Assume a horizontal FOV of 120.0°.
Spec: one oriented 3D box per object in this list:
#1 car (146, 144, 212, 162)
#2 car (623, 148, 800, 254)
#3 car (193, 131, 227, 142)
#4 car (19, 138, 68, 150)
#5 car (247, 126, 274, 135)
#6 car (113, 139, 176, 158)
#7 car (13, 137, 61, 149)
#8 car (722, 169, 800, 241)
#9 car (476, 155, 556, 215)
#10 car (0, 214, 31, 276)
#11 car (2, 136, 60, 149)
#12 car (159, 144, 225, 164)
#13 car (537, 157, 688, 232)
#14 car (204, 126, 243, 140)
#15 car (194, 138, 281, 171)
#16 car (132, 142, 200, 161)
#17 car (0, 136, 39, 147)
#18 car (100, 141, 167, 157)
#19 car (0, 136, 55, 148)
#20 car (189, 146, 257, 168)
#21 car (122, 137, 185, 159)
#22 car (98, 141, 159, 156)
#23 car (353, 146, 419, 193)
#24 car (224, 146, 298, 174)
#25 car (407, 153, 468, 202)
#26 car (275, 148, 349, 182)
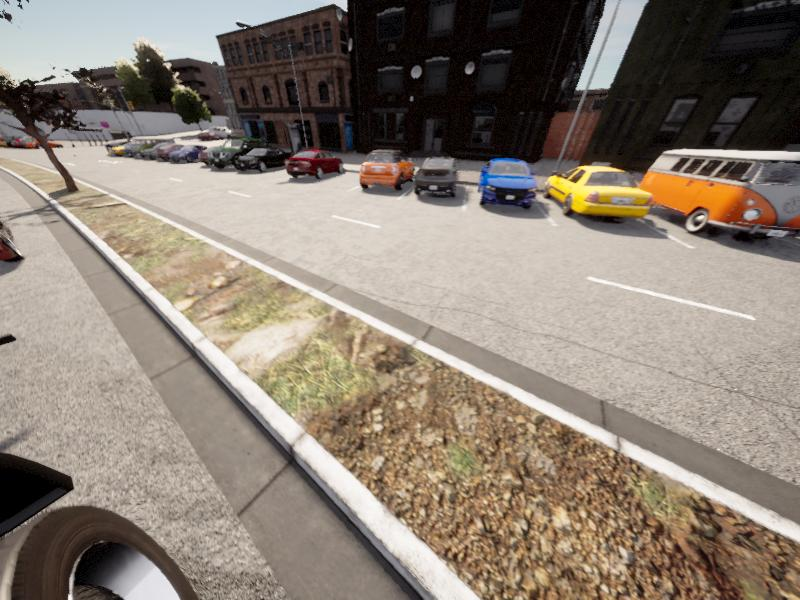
[{"bbox_3d":[-23.305,-15.778,24.660,2.002,1.452,4.674,7,35,9],"label":"car"},{"bbox_3d":[9.377,-3.236,6.813,1.878,1.987,4.442,10,36,12],"label":"car"},{"bbox_3d":[-37.583,-32.406,45.738,4.674,1.452,2.002,3,41,3],"label":"car"},{"bbox_3d":[-69.706,-30.648,45.277,2.185,1.767,4.553,3,35,4],"label":"car"},{"bbox_3d":[-32.509,-39.658,53.969,4.892,1.521,2.231,4,41,4],"label":"car"},{"bbox_3d":[-31.067,-18.659,28.366,2.185,1.767,4.553,7,35,8],"label":"car"},{"bbox_3d":[-72.428,-31.444,46.192,1.878,1.987,4.442,4,35,4],"label":"car"},{"bbox_3d":[11.862,-2.087,5.660,2.163,1.488,4.792,9,35,12],"label":"car"},{"bbox_3d":[4.482,-5.149,9.861,2.097,1.535,5.008,9,35,11],"label":"car"},{"bbox_3d":[-9.849,-1.407,4.603,4.181,1.385,1.994,22,40,27],"label":"car"},{"bbox_3d":[-75.145,-32.266,47.275,2.435,2.045,5.566,3,35,3],"label":"car"},{"bbox_3d":[-20.725,-14.854,23.381,2.002,1.452,4.674,7,35,9],"label":"car"},{"bbox_3d":[6.984,-4.236,8.595,1.946,1.575,5.366,9,35,12],"label":"car"},{"bbox_3d":[-36.290,-34.432,47.612,5.566,2.045,2.435,4,41,4],"label":"car"},{"bbox_3d":[-13.061,-12.244,19.267,2.435,2.045,5.566,8,35,10],"label":"car"},{"bbox_3d":[-25.879,-16.733,25.916,2.231,1.521,4.892,7,35,8],"label":"car"},{"bbox_3d":[-86.077,-35.260,51.368,2.435,2.045,5.566,3,35,3],"label":"car"},{"bbox_3d":[-33.717,-19.328,29.492,1.946,1.575,5.366,6,35,8],"label":"car"},{"bbox_3d":[-77.880,-33.045,48.341,2.435,2.045,5.566,3,35,4],"label":"car"},{"bbox_3d":[-15.614,-12.973,20.776,2.002,1.452,4.674,7,35,10],"label":"car"},{"bbox_3d":[-28.490,-17.760,26.945,1.878,1.987,4.442,7,35,8],"label":"car"},{"bbox_3d":[-36.176,-20.360,30.995,2.163,1.488,4.792,6,35,8],"label":"car"},{"bbox_3d":[-0.498,-7.248,12.558,2.185,1.767,4.553,9,35,11],"label":"car"},{"bbox_3d":[-10.523,-11.094,18.105,2.097,1.535,5.008,8,35,10],"label":"car"},{"bbox_3d":[1.993,-6.147,11.247,2.231,1.521,4.892,9,35,12],"label":"car"},{"bbox_3d":[-5.493,-9.140,15.396,2.097,1.535,5.008,8,35,11],"label":"car"}]
